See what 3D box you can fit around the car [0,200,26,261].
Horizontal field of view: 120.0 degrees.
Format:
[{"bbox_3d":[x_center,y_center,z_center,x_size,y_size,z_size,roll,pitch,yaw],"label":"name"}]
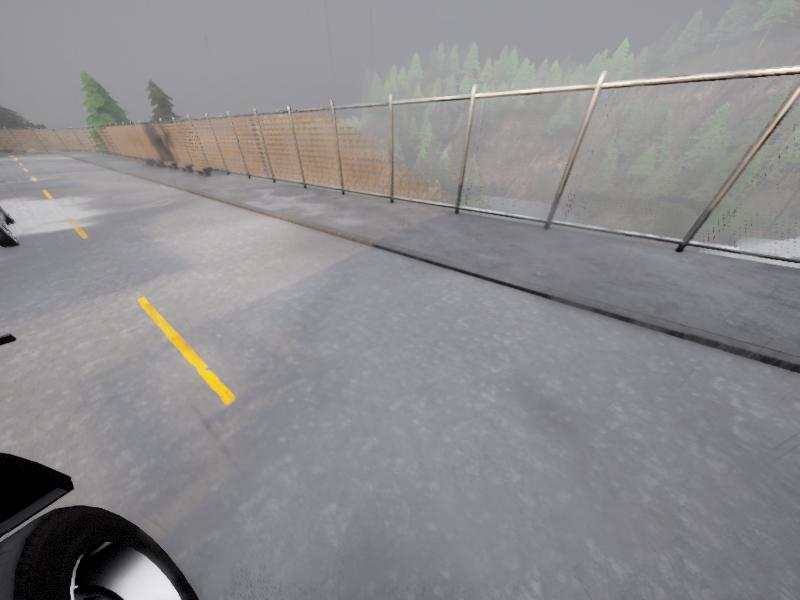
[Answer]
[{"bbox_3d":[-11.303,-2.117,5.423,5.238,1.638,1.930,22,41,28],"label":"car"}]
